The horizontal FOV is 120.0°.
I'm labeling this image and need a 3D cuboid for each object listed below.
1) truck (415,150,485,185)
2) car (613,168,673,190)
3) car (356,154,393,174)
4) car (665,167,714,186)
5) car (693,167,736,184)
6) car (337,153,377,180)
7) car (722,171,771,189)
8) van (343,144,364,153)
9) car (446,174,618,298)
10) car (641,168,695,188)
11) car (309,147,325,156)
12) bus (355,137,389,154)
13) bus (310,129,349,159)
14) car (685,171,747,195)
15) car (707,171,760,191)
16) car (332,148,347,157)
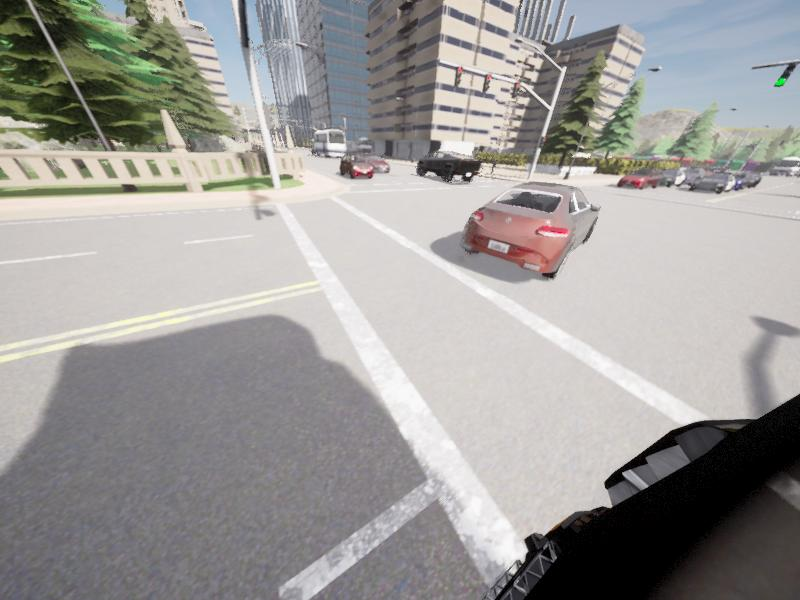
[{"bbox_3d":[3.910,-11.445,19.705,2.390,2.098,6.274,-13,37,-23],"label":"truck"},{"bbox_3d":[21.879,-10.964,20.855,4.514,1.525,2.007,-15,37,-25],"label":"car"},{"bbox_3d":[-2.637,-13.759,23.312,1.812,1.442,4.674,-16,38,-26],"label":"car"},{"bbox_3d":[33.309,-14.232,26.576,4.856,1.649,2.033,-16,38,-26],"label":"car"},{"bbox_3d":[42.672,-16.927,31.325,4.611,1.667,2.242,-16,38,-26],"label":"car"},{"bbox_3d":[-3.541,-10.812,18.631,1.851,1.617,3.988,-14,37,-24],"label":"car"},{"bbox_3d":[39.670,-13.772,26.466,4.902,1.511,2.128,-16,38,-26],"label":"car"},{"bbox_3d":[-15.511,-50.920,77.630,6.366,2.431,2.351,-16,38,-26],"label":"van"},{"bbox_3d":[3.615,-2.113,5.980,2.152,1.651,5.027,29,41,33],"label":"car"},{"bbox_3d":[27.297,-12.474,23.548,4.974,1.542,2.038,-16,38,-26],"label":"car"},{"bbox_3d":[-18.592,-33.344,51.714,2.128,1.511,4.902,-16,38,-26],"label":"car"},{"bbox_3d":[-9.225,-51.137,76.778,10.273,4.253,3.944,-16,38,-26],"label":"bus"},{"bbox_3d":[-13.502,-29.395,43.628,3.944,4.253,10.273,-16,38,-26],"label":"bus"},{"bbox_3d":[28.135,-10.483,20.595,4.974,1.542,2.038,-16,38,-26],"label":"car"},{"bbox_3d":[34.167,-12.205,23.663,4.514,1.525,2.007,-16,38,-26],"label":"car"},{"bbox_3d":[-13.152,-31.810,49.835,1.816,1.474,4.193,-16,38,-26],"label":"car"}]
